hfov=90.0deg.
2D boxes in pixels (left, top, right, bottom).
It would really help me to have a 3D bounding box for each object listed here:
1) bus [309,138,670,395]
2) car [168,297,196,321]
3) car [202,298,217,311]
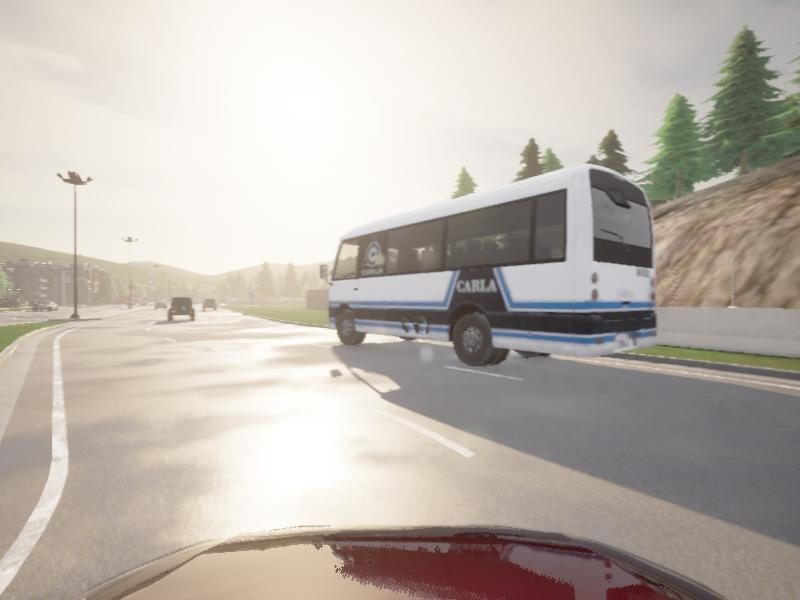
[{"bbox_3d":[1.398,-0.543,11.887,3.944,4.253,10.273,0,0,-38],"label":"bus"},{"bbox_3d":[-17.840,0.685,32.714,1.905,1.878,3.866,0,0,-29],"label":"car"},{"bbox_3d":[-29.450,0.707,61.870,1.905,1.878,3.866,0,0,-28],"label":"car"}]
